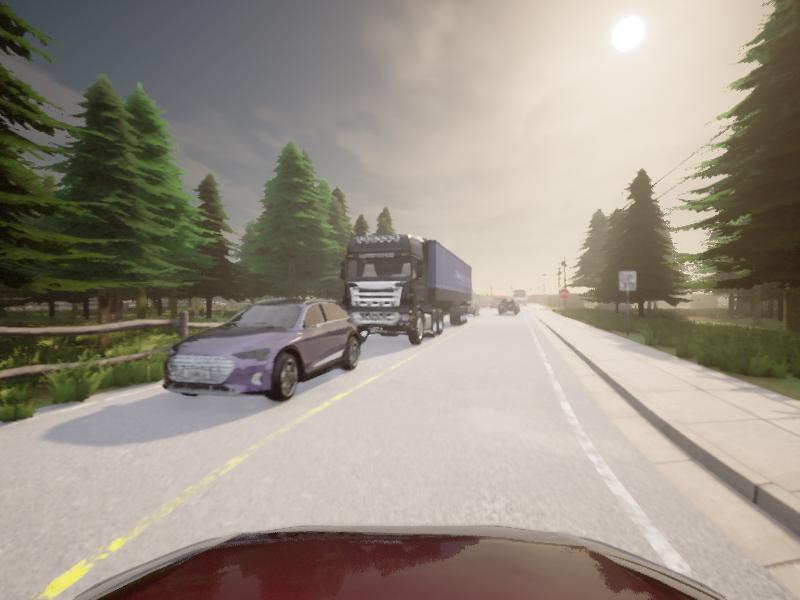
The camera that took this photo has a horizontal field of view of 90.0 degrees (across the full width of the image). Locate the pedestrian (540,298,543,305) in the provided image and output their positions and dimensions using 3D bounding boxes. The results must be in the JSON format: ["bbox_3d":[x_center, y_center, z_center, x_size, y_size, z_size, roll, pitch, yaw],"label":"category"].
[{"bbox_3d":[38.509,0.457,109.150,0.751,1.860,0.751,0,0,14],"label":"pedestrian"}]

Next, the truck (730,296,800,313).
[{"bbox_3d":[47.060,0.570,51.740,6.274,2.098,2.390,0,0,15],"label":"truck"}]

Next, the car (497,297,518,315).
[{"bbox_3d":[11.758,0.635,43.564,1.932,1.855,4.605,0,0,17],"label":"car"}]

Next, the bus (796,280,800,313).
[{"bbox_3d":[56.431,-0.502,49.331,10.273,4.253,3.944,0,0,15],"label":"bus"}]

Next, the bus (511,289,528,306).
[{"bbox_3d":[31.024,-0.567,103.707,3.944,4.253,10.273,0,0,18],"label":"bus"}]

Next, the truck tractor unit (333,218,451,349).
[{"bbox_3d":[0.069,-0.520,16.449,3.053,4.208,6.516,0,0,16],"label":"truck tractor unit"}]

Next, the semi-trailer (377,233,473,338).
[{"bbox_3d":[2.280,-0.624,24.046,2.717,4.402,14.254,0,0,16],"label":"semi-trailer"}]

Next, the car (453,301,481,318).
[{"bbox_3d":[6.532,0.819,38.492,2.128,1.511,4.902,0,0,17],"label":"car"}]

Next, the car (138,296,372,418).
[{"bbox_3d":[-2.283,0.775,8.007,2.033,1.649,4.856,0,0,14],"label":"car"}]
